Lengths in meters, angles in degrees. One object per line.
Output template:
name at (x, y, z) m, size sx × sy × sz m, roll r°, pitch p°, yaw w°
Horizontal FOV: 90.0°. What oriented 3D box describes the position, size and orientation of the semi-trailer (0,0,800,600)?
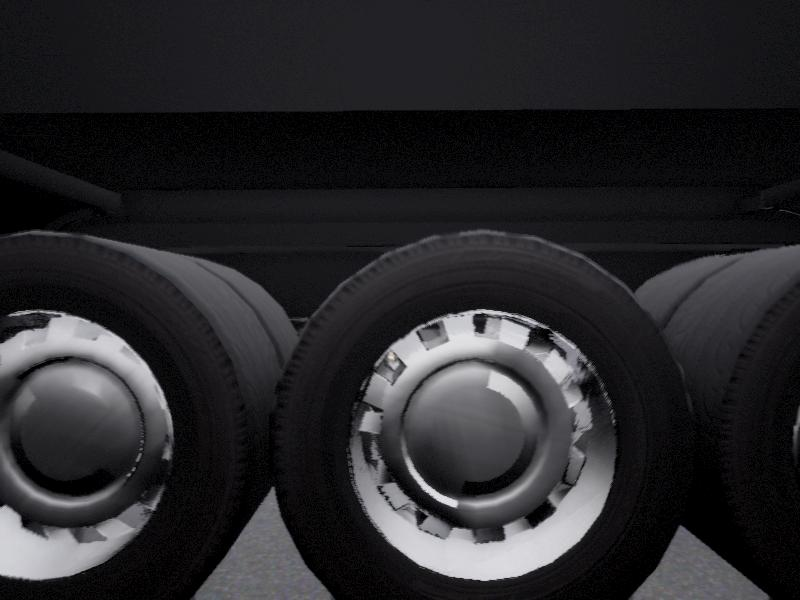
semi-trailer at (2.827, -1.216, 2.346) m, size 14.254 × 4.402 × 2.717 m, roll 0°, pitch 0°, yaw 0°
